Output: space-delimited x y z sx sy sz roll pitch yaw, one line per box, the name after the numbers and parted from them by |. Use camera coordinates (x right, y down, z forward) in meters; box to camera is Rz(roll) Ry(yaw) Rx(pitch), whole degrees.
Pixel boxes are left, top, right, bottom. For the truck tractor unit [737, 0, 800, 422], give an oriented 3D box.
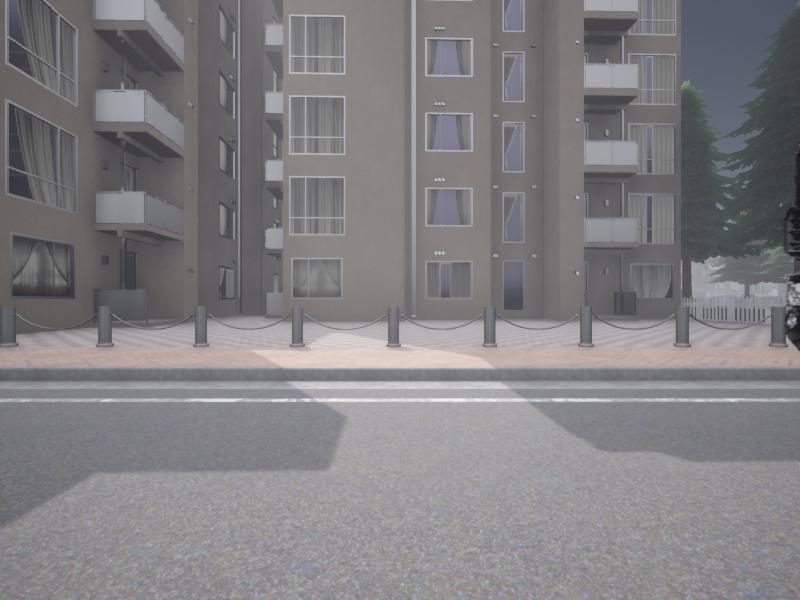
6.419 -1.120 2.202 6.516 4.208 3.053 0 0 0 | truck tractor unit
